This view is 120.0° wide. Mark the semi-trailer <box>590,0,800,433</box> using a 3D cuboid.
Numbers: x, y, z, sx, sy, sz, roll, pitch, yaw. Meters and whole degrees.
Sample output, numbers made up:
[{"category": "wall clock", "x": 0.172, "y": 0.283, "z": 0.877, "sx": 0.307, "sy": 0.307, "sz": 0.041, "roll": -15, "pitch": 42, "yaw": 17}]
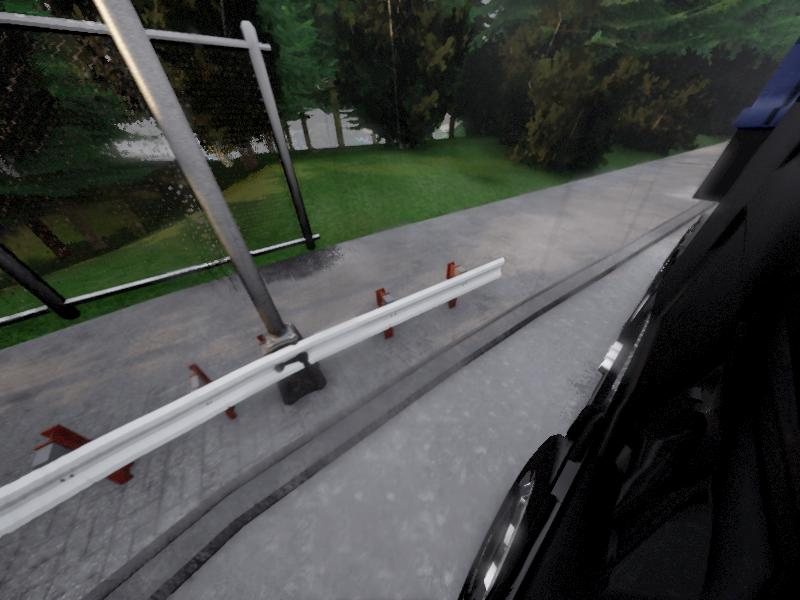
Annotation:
[{"category": "semi-trailer", "x": 9.156, "y": -3.253, "z": 3.704, "sx": 14.254, "sy": 4.402, "sz": 2.717, "roll": -23, "pitch": 41, "yaw": -24}]

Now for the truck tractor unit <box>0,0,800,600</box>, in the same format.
[{"category": "truck tractor unit", "x": 2.645, "y": -0.295, "z": 0.351, "sx": 6.516, "sy": 4.208, "sz": 3.053, "roll": -28, "pitch": 44, "yaw": -30}]
